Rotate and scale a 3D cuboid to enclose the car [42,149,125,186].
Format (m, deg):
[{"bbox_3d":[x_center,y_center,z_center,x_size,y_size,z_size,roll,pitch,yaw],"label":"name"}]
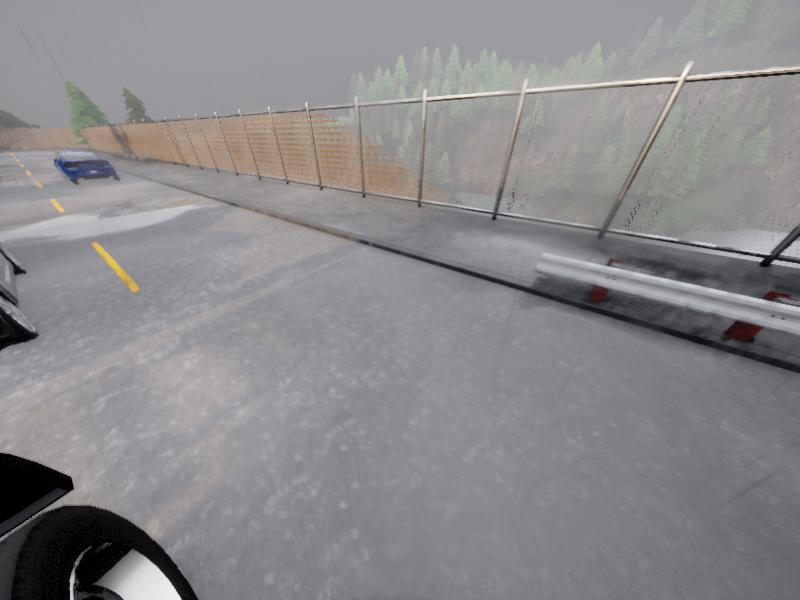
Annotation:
[{"bbox_3d":[-18.773,-7.959,13.683,5.008,1.535,1.882,22,41,28],"label":"car"}]

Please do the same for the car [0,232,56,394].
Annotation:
[{"bbox_3d":[-6.721,-0.269,2.803,5.238,1.638,1.930,22,41,28],"label":"car"}]
